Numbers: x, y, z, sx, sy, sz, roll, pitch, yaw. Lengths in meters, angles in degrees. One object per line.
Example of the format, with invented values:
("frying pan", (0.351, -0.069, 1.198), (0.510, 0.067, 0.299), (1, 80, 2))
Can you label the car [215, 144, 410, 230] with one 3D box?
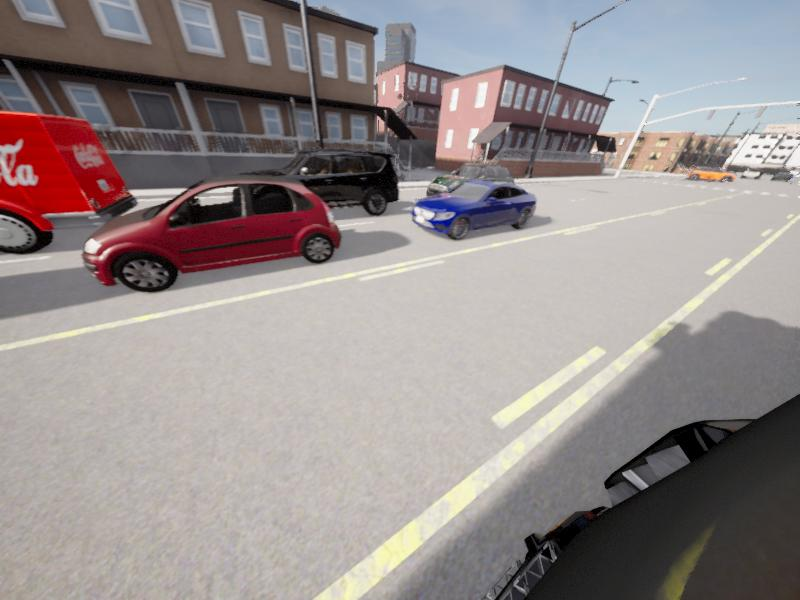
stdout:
("car", (-2.641, -4.111, 8.131), (5.566, 2.045, 2.150), (-16, 38, -26))

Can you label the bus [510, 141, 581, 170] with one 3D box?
("bus", (27.207, -27.761, 44.148), (3.944, 4.253, 10.273), (-16, 38, -26))

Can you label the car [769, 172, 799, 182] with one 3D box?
("car", (67.094, -21.512, 40.326), (4.181, 1.385, 1.994), (-16, 38, -26))

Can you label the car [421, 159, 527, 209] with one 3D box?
("car", (3.594, -5.799, 11.385), (4.553, 1.767, 2.097), (-16, 38, -26))

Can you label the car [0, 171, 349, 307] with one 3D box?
("car", (-3.310, -1.522, 4.565), (3.988, 1.617, 1.851), (-16, 38, -26))

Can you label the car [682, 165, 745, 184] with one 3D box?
("car", (42.843, -17.309, 31.765), (4.553, 1.767, 2.097), (24, 39, 29))

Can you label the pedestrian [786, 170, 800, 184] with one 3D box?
("pedestrian", (59.819, -18.577, 34.867), (0.751, 1.860, 0.751), (-18, 39, -28))

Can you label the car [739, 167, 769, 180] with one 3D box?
("car", (65.522, -23.496, 42.765), (4.605, 1.855, 1.932), (-16, 38, -26))

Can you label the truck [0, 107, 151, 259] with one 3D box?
("truck", (-9.380, -2.298, 4.495), (5.204, 2.467, 2.627), (-15, 37, -25))

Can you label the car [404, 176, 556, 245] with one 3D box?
("car", (2.622, -3.139, 7.609), (4.674, 1.442, 1.812), (-16, 38, -26))
